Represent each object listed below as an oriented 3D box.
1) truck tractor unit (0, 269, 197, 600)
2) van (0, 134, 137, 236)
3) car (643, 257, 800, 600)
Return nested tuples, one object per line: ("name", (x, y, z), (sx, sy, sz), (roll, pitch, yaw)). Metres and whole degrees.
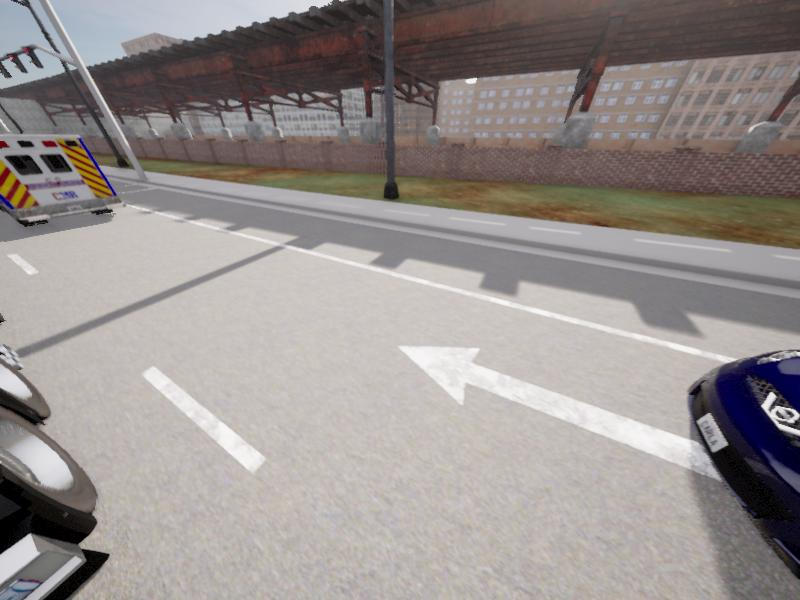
("truck tractor unit", (-5.115, -0.298, 0.766), (6.516, 4.208, 3.053), (18, 39, 24))
("van", (-12.976, -4.318, 8.132), (6.366, 2.431, 2.351), (17, 38, 23))
("car", (3.975, 1.229, 0.868), (3.633, 1.501, 1.845), (17, 38, 23))
